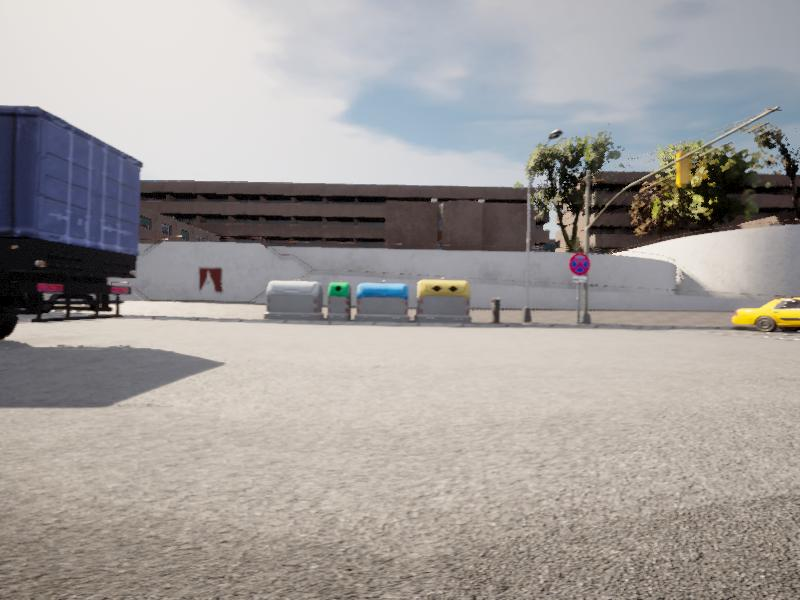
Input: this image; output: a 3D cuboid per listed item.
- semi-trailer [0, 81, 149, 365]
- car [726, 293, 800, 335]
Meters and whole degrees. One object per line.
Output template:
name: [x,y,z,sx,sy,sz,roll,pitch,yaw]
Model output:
semi-trailer: [-12.785,-1.405,7.596,14.254,4.402,2.717,2,0,0]
car: [16.189,0.559,15.399,1.946,1.575,5.366,1,-2,-20]
